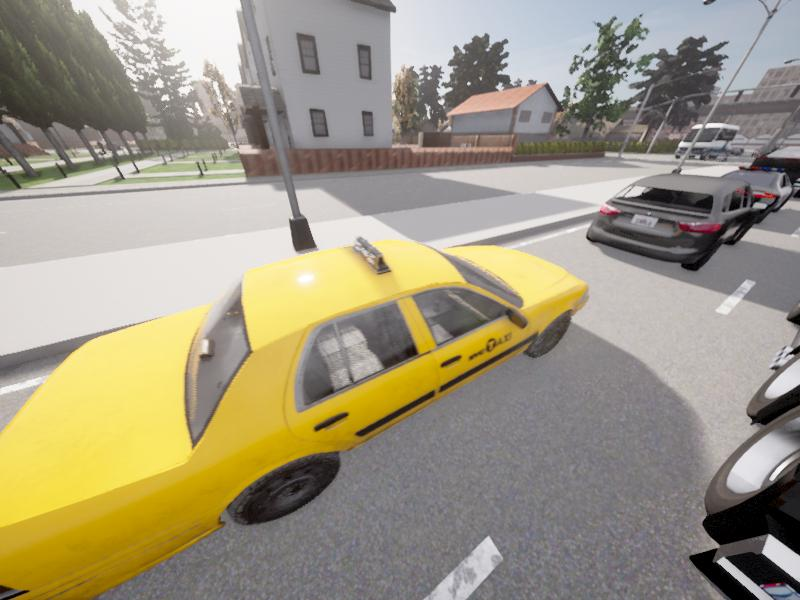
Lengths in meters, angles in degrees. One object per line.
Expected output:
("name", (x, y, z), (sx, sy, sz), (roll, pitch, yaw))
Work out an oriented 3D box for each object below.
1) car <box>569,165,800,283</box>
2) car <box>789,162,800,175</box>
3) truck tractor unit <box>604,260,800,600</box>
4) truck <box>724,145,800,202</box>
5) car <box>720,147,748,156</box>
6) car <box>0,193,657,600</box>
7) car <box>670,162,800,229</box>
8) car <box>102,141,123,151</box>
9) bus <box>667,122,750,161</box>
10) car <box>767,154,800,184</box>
("car", (7.039, -2.230, 5.797), (4.611, 1.667, 2.242), (-18, 39, -25))
("car", (35.029, -11.196, 19.226), (4.718, 1.301, 1.895), (-18, 39, -24))
("truck tractor unit", (5.108, -0.300, 0.811), (6.516, 4.208, 3.053), (-18, 39, -25))
("truck", (20.516, -6.796, 12.089), (6.274, 2.098, 2.390), (-18, 39, -24))
("car", (62.281, -27.698, 43.064), (4.181, 1.385, 1.994), (-18, 39, -24))
("car", (-0.015, 0.105, 2.467), (5.366, 1.575, 1.801), (-18, 39, -24))
("car", (12.935, -4.094, 8.644), (4.974, 1.542, 2.038), (-18, 39, -24))
("car", (-60.052, -32.148, 48.265), (4.856, 1.649, 2.033), (27, 43, 33))
("bus", (45.556, -23.337, 34.172), (10.273, 4.253, 3.944), (-18, 39, -25))
("car", (28.133, -9.045, 15.874), (4.974, 1.542, 2.038), (-18, 39, -24))
